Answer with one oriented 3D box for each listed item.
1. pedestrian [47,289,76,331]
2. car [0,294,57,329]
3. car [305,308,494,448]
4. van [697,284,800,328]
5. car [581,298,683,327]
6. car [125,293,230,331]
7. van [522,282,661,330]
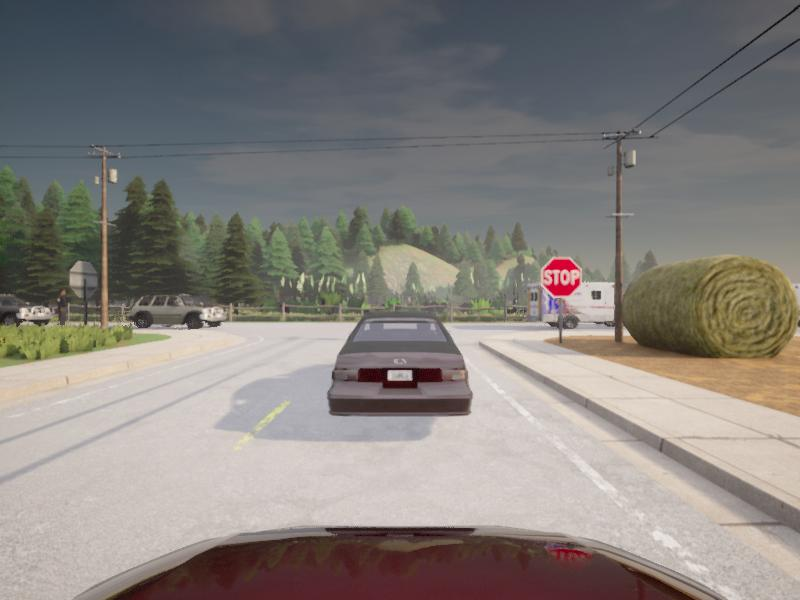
[{"bbox_3d":[-15.206,0.436,17.986,0.751,1.860,0.751,0,0,-16],"label":"pedestrian"},{"bbox_3d":[-21.872,0.600,21.920,4.605,1.855,1.932,0,0,2],"label":"car"},{"bbox_3d":[-0.001,0.889,6.985,2.033,1.411,5.357,0,0,0],"label":"car"},{"bbox_3d":[21.502,0.325,23.397,6.366,2.431,2.351,0,0,3],"label":"van"},{"bbox_3d":[13.647,0.724,23.770,4.856,1.649,2.033,0,0,3],"label":"car"},{"bbox_3d":[-11.704,0.599,21.149,4.605,1.855,1.932,0,0,8],"label":"car"},{"bbox_3d":[10.113,0.326,21.541,6.366,2.431,2.351,0,0,-1],"label":"van"}]
